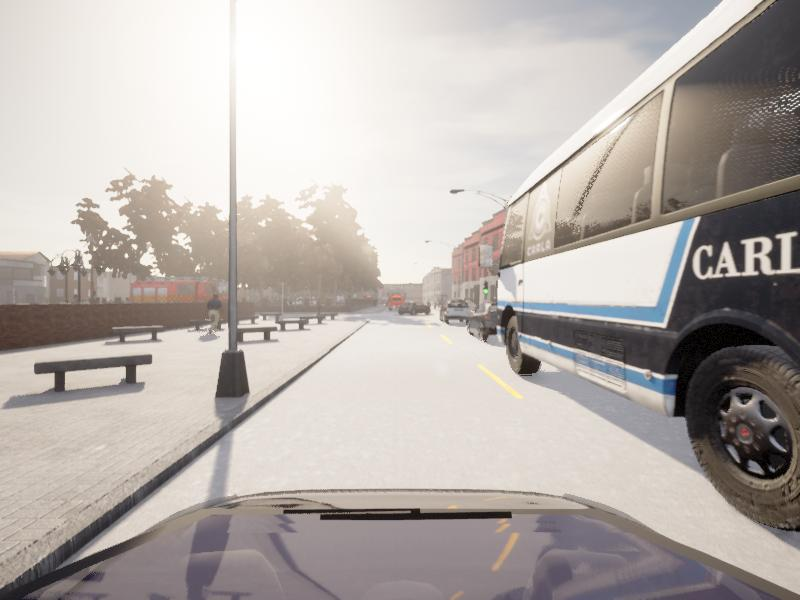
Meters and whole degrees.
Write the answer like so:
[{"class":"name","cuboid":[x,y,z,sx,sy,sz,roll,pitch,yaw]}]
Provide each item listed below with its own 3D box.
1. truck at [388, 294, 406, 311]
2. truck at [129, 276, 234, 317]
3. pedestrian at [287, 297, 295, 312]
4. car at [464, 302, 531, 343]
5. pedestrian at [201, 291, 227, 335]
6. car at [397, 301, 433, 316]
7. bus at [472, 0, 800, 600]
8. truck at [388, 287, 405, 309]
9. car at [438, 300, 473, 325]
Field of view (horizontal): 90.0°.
[{"class":"truck","cuboid":[-0.518,0.361,62.670,2.627,2.467,5.204,0,0,-1]},{"class":"truck","cuboid":[-20.906,-0.318,38.615,8.468,3.827,2.891,0,0,-1]},{"class":"pedestrian","cuboid":[-13.095,0.537,47.943,0.751,1.860,0.751,0,0,0]},{"class":"car","cuboid":[3.886,0.828,16.521,1.845,1.501,3.633,0,0,0]},{"class":"pedestrian","cuboid":[-7.955,0.533,17.107,0.751,1.860,0.751,0,0,0]},{"class":"car","cuboid":[1.616,0.856,43.170,1.970,1.475,3.806,0,0,40]},{"class":"bus","cuboid":[3.841,-0.529,5.061,3.944,4.253,10.273,0,1,0]},{"class":"truck","cuboid":[-0.590,-0.316,71.830,2.891,3.827,8.468,0,0,0]},{"class":"car","cuboid":[3.795,0.790,27.993,1.851,1.617,3.988,0,0,-1]}]
